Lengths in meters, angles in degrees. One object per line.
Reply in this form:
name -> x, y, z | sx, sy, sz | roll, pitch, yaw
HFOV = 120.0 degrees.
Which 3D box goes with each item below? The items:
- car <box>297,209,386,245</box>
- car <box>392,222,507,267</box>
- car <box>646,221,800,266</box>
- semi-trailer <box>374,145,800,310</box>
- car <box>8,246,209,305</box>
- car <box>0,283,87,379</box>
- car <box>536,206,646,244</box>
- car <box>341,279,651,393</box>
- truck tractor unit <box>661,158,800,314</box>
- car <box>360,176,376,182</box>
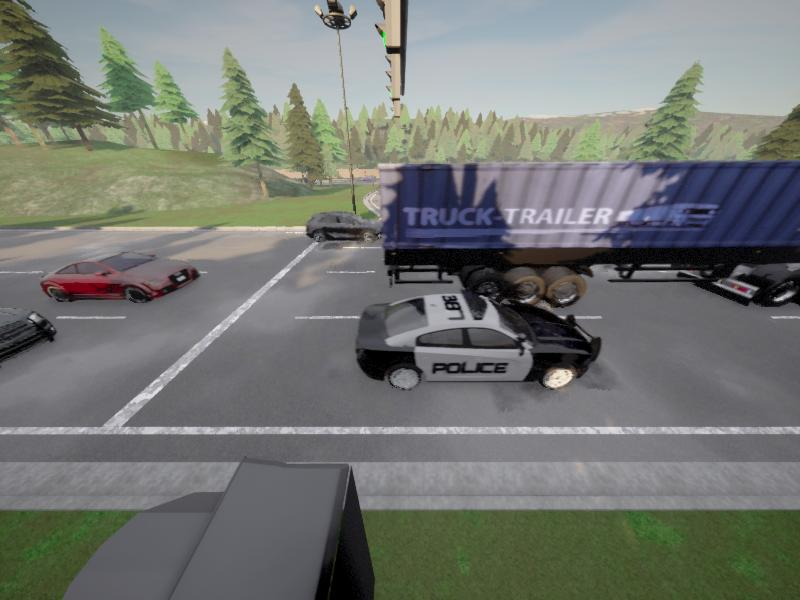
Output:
car -> -3.367, -4.542, 14.246 | 4.856, 1.649, 2.033 | 0, 30, 0
car -> 2.152, -2.744, 11.238 | 4.974, 1.542, 2.038 | -1, 30, 0
car -> 15.882, -2.802, 11.217 | 5.238, 1.638, 1.930 | 0, 30, 0
semi-trailer -> 6.540, -2.251, 7.487 | 14.254, 4.402, 2.717 | 0, 30, 0
car -> -9.905, -0.940, 8.268 | 4.181, 1.385, 1.994 | 0, 30, 0
car -> -11.211, 0.753, 5.175 | 4.974, 1.542, 2.038 | 0, 30, 0
car -> 11.445, -4.652, 14.185 | 4.605, 1.855, 1.932 | 0, 30, 0
car -> 1.627, 0.701, 5.150 | 5.238, 1.638, 1.930 | 0, 30, 0
truck tractor unit -> 14.455, -2.171, 7.537 | 6.516, 4.208, 3.053 | 0, 30, 0
car -> -9.520, -36.621, 69.981 | 4.514, 1.525, 2.007 | 0, 30, 0
